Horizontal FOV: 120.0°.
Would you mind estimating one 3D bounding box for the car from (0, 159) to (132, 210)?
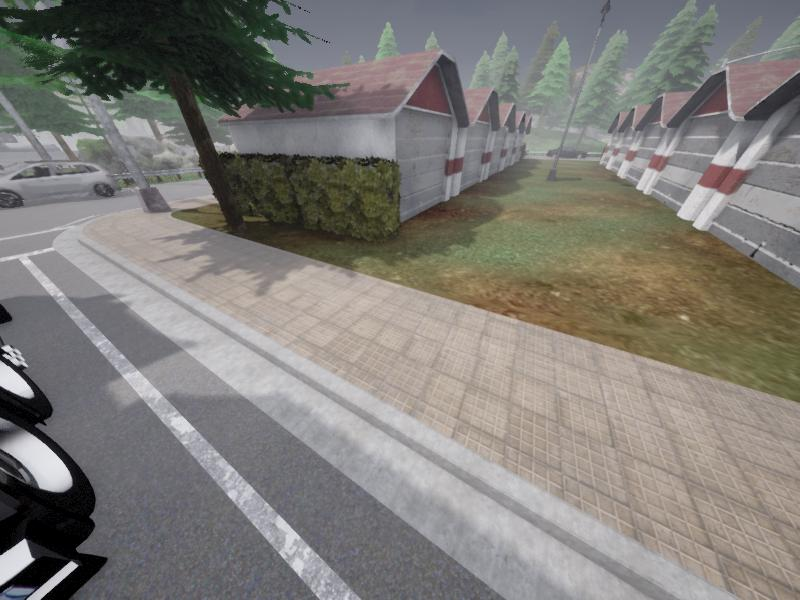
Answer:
[{"bbox_3d":[-16.780,-5.594,10.908,2.242,1.667,4.611,13,35,19],"label":"car"}]

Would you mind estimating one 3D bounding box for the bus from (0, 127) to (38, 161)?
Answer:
[{"bbox_3d":[-63.700,-22.853,33.890,3.944,4.253,10.273,18,39,25],"label":"bus"}]

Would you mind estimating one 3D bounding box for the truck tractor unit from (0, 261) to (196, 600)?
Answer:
[{"bbox_3d":[-5.107,-0.305,0.785,6.516,4.208,3.053,19,39,24],"label":"truck tractor unit"}]
